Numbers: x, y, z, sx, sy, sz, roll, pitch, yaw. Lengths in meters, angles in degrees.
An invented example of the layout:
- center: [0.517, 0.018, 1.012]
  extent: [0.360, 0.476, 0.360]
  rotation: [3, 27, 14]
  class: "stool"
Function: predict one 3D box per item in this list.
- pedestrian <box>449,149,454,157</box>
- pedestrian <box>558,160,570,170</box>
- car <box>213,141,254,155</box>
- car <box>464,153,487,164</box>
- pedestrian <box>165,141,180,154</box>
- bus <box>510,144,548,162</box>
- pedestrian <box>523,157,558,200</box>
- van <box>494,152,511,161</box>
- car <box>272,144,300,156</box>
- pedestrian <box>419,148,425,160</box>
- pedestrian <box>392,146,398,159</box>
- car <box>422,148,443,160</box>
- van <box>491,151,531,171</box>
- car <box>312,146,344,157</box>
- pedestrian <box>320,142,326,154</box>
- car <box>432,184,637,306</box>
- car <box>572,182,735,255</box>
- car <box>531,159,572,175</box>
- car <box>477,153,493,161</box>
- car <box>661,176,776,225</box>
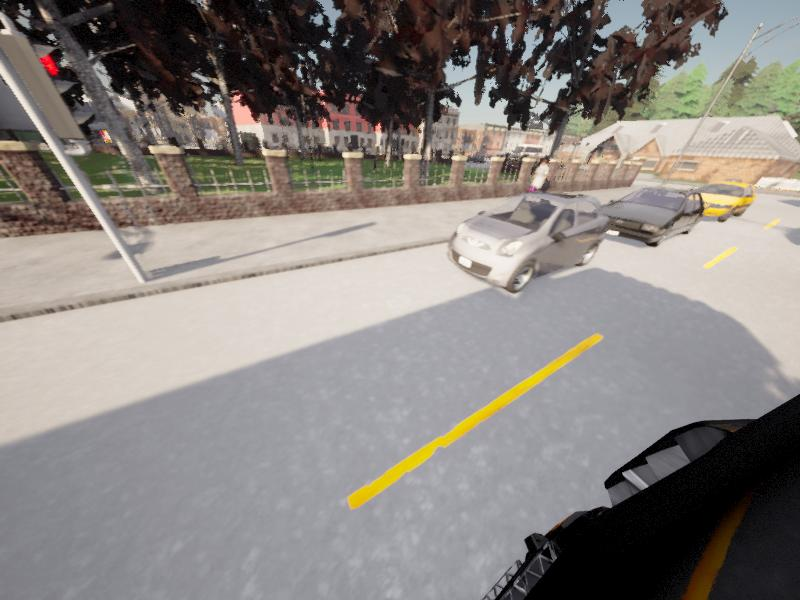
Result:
- center: [14.145, -40.090, 63.018]
  extent: [0.751, 1.860, 0.751]
  rotation: [-22, 41, -32]
  class: "pedestrian"
- center: [24.690, -20.311, 34.785]
  extent: [0.751, 1.300, 0.751]
  rotation: [-16, 38, -26]
  class: "pedestrian"
- center: [-24.667, -22.588, 34.395]
  extent: [4.514, 1.525, 2.007]
  rotation: [-16, 38, -26]
  class: "car"
- center: [14.104, -26.484, 43.215]
  extent: [1.845, 1.501, 3.633]
  rotation: [-16, 38, -26]
  class: "car"
- center: [-27.754, -18.621, 28.202]
  extent: [0.751, 1.300, 0.751]
  rotation: [-16, 38, -26]
  class: "pedestrian"
- center: [38.637, -44.159, 69.460]
  extent: [10.273, 4.253, 3.944]
  rotation: [-16, 38, -26]
  class: "bus"
- center: [7.249, -6.299, 11.995]
  extent: [0.751, 1.860, 0.751]
  rotation: [-16, 38, -26]
  class: "pedestrian"
- center: [29.009, -40.563, 65.387]
  extent: [4.442, 1.987, 1.775]
  rotation: [-16, 38, -26]
  class: "van"
- center: [-18.450, -24.382, 37.532]
  extent: [3.705, 1.549, 1.789]
  rotation: [-16, 38, -26]
  class: "car"
- center: [4.093, -27.607, 43.591]
  extent: [0.751, 1.860, 0.751]
  rotation: [-2, 34, -7]
  class: "pedestrian"
- center: [-0.951, -26.480, 41.516]
  extent: [0.751, 1.860, 0.751]
  rotation: [-14, 37, -24]
  class: "pedestrian"
- center: [6.941, -31.652, 50.054]
  extent: [3.866, 1.878, 1.905]
  rotation: [19, 37, 23]
  class: "car"
- center: [16.071, -20.320, 33.686]
  extent: [2.069, 2.038, 4.480]
  rotation: [-16, 39, -26]
  class: "van"
- center: [-12.630, -26.025, 40.491]
  extent: [4.892, 1.490, 1.837]
  rotation: [-17, 38, -27]
  class: "car"
- center: [-15.818, -31.230, 47.462]
  extent: [0.751, 1.860, 0.751]
  rotation: [-19, 39, -29]
  class: "pedestrian"
- center: [2.765, -1.445, 4.925]
  extent: [3.633, 1.501, 1.845]
  rotation: [-17, 39, -27]
  class: "car"
- center: [8.620, -2.996, 7.817]
  extent: [5.357, 1.411, 2.033]
  rotation: [-16, 38, -26]
  class: "car"
- center: [19.169, -16.995, 29.428]
  extent: [1.845, 1.501, 3.633]
  rotation: [-16, 38, -26]
  class: "car"
- center: [22.894, -38.639, 62.416]
  extent: [3.633, 1.501, 1.845]
  rotation: [-16, 38, -26]
  class: "car"
- center: [15.048, -4.832, 10.891]
  extent: [5.366, 1.575, 1.801]
  rotation: [-16, 38, -25]
  class: "car"
